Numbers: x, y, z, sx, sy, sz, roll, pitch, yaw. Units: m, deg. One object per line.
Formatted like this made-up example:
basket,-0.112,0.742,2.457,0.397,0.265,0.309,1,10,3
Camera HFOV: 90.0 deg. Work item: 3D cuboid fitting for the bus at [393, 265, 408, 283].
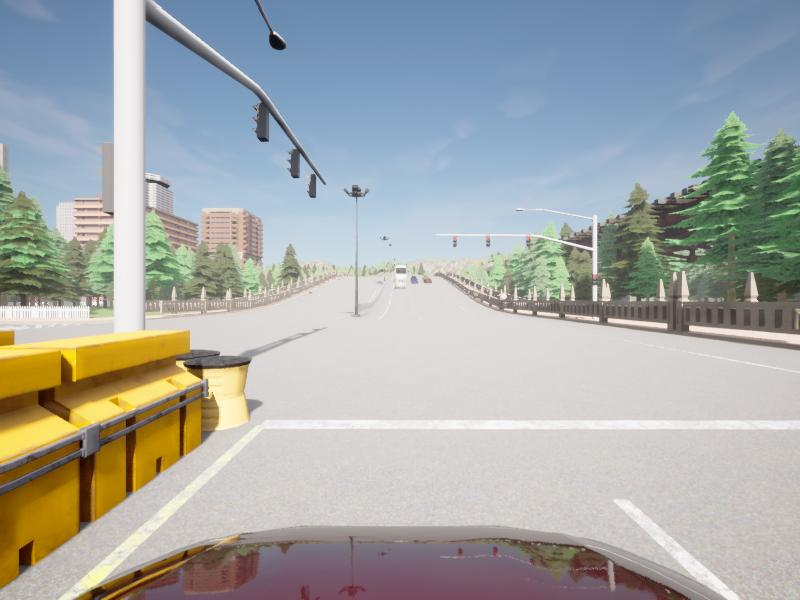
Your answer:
bus,0.216,-7.398,111.475,3.944,4.253,10.273,0,7,0

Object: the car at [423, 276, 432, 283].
car,7.312,-5.447,107.099,2.163,1.488,4.792,0,7,0
